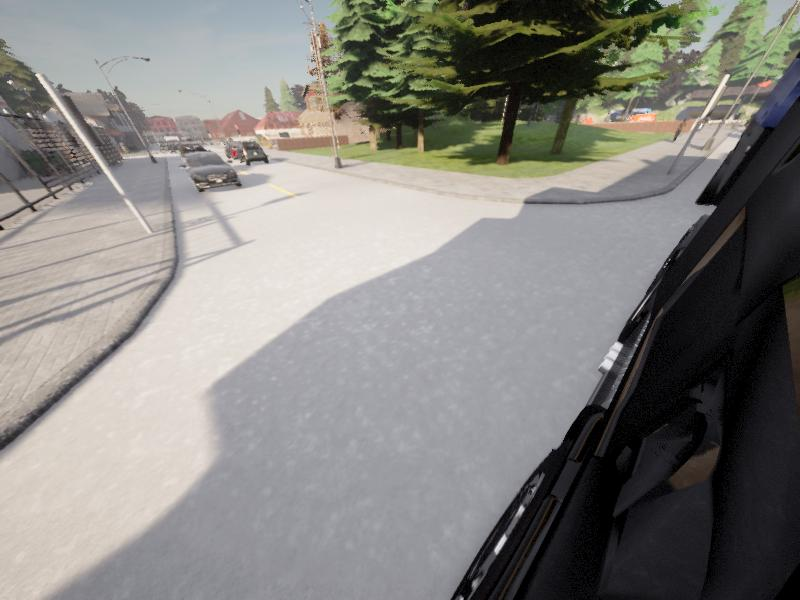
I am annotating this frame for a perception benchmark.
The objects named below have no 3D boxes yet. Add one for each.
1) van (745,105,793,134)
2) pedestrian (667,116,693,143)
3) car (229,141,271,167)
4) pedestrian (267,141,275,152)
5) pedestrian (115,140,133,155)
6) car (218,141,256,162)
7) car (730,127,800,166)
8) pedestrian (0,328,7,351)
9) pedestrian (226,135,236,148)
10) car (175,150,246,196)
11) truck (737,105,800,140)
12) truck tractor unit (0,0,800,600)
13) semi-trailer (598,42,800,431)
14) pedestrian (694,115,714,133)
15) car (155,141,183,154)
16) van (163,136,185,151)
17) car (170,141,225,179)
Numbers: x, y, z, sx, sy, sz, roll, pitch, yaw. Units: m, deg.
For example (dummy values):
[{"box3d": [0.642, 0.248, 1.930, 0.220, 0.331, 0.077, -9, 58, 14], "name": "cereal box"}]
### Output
[{"box3d": [45.452, -22.335, 28.588, 5.915, 2.561, 1.988, -28, 44, -30], "name": "van"}, {"box3d": [24.934, -15.157, 20.589, 0.751, 1.860, 0.751, -32, 46, -33], "name": "pedestrian"}, {"box3d": [-13.000, -12.724, 20.004, 1.851, 1.617, 3.988, -28, 44, -30], "name": "car"}, {"box3d": [-17.008, -20.237, 30.448, 0.500, 1.100, 0.500, -28, 44, -30], "name": "pedestrian"}, {"box3d": [-43.302, -23.907, 36.249, 0.751, 1.860, 0.751, -14, 38, -14], "name": "pedestrian"}, {"box3d": [-17.066, -15.625, 24.172, 2.007, 1.525, 4.514, -29, 44, -31], "name": "car"}, {"box3d": [19.854, -8.281, 12.355, 4.181, 1.385, 1.994, -28, 44, -30], "name": "car"}, {"box3d": [-5.477, -0.047, 2.245, 0.751, 1.860, 0.751, 18, 42, 25], "name": "pedestrian"}, {"box3d": [-29.821, -27.944, 40.829, 0.751, 1.860, 0.751, -22, 41, -24], "name": "pedestrian"}, {"box3d": [-9.875, -6.723, 11.924, 1.837, 1.490, 4.892, -28, 44, -30], "name": "car"}, {"box3d": [35.695, -17.143, 22.308, 5.204, 2.467, 2.627, -28, 44, -30], "name": "truck"}, {"box3d": [2.645, -0.295, 0.351, 6.516, 4.208, 3.053, -28, 44, -30], "name": "truck tractor unit"}, {"box3d": [8.693, -3.603, 4.242, 14.254, 4.402, 2.717, -28, 44, -30], "name": "semi-trailer"}, {"box3d": [39.780, -23.048, 30.222, 0.751, 1.860, 0.751, -25, 42, -27], "name": "pedestrian"}, {"box3d": [-37.982, -25.137, 38.045, 1.789, 1.549, 3.705, -14, 38, -16], "name": "car"}, {"box3d": [-48.914, -33.901, 49.982, 2.351, 2.431, 6.366, -28, 44, -30], "name": "van"}, {"box3d": [-14.068, -9.825, 15.981, 1.932, 1.855, 4.605, -28, 44, -30], "name": "car"}]
